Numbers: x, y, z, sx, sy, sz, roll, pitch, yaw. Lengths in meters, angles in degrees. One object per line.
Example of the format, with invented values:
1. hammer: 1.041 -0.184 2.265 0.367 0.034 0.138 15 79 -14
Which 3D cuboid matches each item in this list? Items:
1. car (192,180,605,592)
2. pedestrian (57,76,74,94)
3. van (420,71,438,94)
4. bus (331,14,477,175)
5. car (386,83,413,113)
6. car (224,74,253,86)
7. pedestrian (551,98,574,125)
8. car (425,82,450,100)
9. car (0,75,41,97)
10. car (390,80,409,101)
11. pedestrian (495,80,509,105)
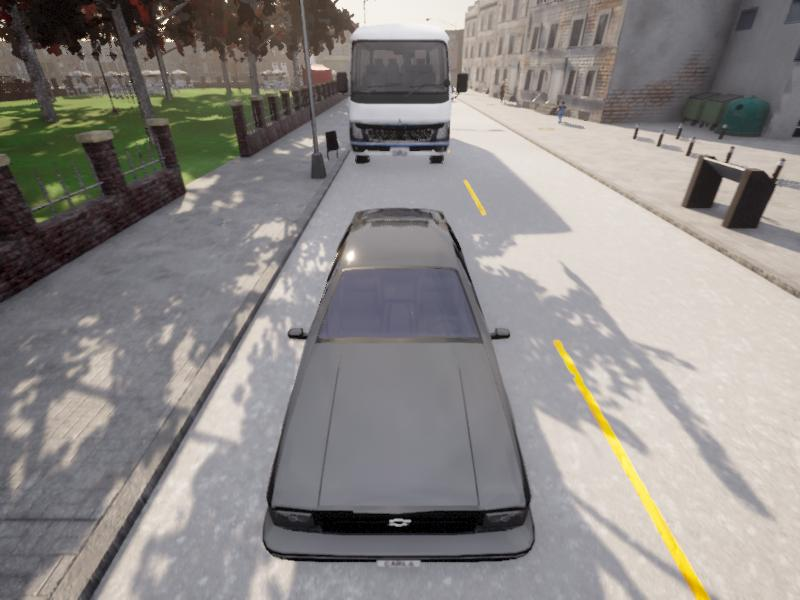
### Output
1. car: -0.008 -0.010 4.633 2.033 1.411 5.357 0 30 0
2. pedestrian: -39.978 -25.713 47.816 0.751 1.860 0.751 0 30 0
3. van: 3.922 -30.069 55.223 1.988 2.561 5.915 0 30 0
4. bus: 0.109 -8.480 16.278 3.944 4.253 10.273 0 31 0
5. car: -0.036 -15.593 30.774 1.905 1.878 3.866 0 30 0
6. car: -27.613 -37.735 68.595 3.866 1.878 1.905 0 30 0
7. pedestrian: 9.265 -10.784 22.892 0.751 1.300 0.751 -3 30 -6
8. car: 3.945 -22.244 42.550 2.163 1.488 4.792 0 30 0
9. car: -45.090 -24.705 46.157 2.150 2.045 5.566 -1 30 -2
10. car: -0.050 -21.996 41.965 1.930 1.638 5.238 0 31 0
11. pedestrian: 8.862 -18.031 34.724 0.751 1.860 0.751 -3 30 -5
